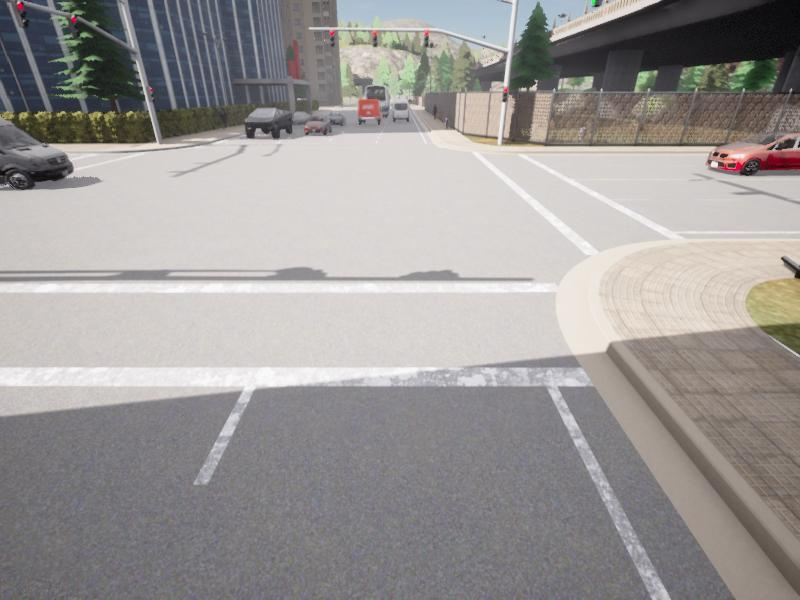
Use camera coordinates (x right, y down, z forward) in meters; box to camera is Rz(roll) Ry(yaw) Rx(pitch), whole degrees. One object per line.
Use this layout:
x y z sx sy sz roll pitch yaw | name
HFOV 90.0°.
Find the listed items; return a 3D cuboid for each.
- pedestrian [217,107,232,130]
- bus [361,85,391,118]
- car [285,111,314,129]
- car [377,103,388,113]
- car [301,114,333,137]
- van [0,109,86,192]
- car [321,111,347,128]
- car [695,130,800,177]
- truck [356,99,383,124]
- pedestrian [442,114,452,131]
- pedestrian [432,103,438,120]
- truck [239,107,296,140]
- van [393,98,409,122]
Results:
-15.769 -16.301 35.935 0.751 1.860 0.751 -5 28 -10 | pedestrian
-3.464 -30.351 61.061 3.944 4.253 10.273 0 27 0 | bus
-10.392 -18.874 41.789 1.812 1.442 4.674 0 28 0 | car
-3.304 -36.963 76.899 1.801 1.575 5.366 0 27 0 | car
-6.910 -14.800 33.820 1.816 1.474 4.193 0 27 0 | car
-15.551 -5.392 14.434 5.915 2.561 1.988 -3 28 -5 | van
-6.889 -19.084 42.274 1.994 1.385 4.181 0 27 0 | car
16.181 -6.444 17.456 4.611 1.667 2.242 0 27 0 | car
-3.397 -21.666 46.038 2.627 2.467 5.204 0 25 1 | truck
4.146 -15.745 35.463 0.751 1.300 0.751 4 27 7 | pedestrian
4.365 -23.498 49.947 0.751 1.860 0.751 3 27 6 | pedestrian
-10.416 -14.260 32.087 2.390 2.098 6.274 0 27 0 | truck
0.136 -24.749 52.026 1.988 2.561 5.915 0 27 0 | van
